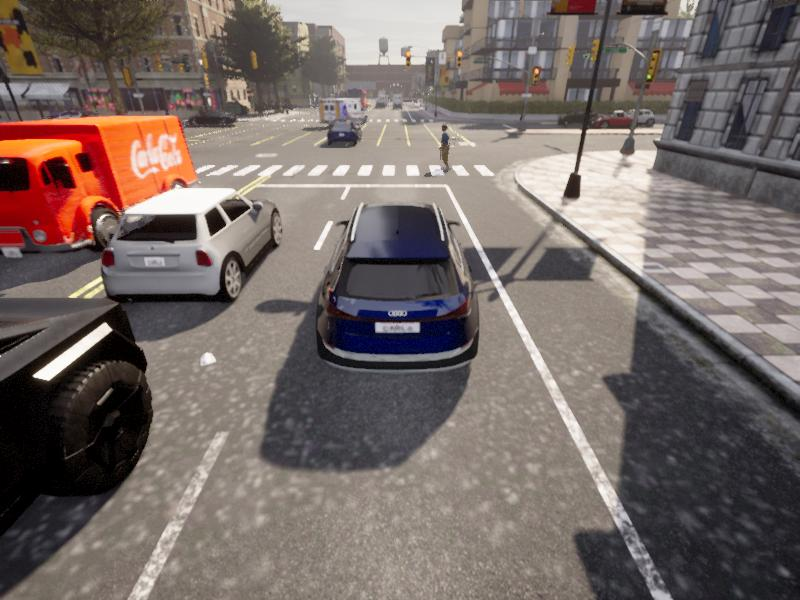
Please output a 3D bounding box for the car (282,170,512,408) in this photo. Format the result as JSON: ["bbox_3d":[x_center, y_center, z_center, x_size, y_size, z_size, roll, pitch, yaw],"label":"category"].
[{"bbox_3d":[-0.032,-0.697,6.072,2.033,1.649,4.856,0,27,0],"label":"car"}]

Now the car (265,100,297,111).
[{"bbox_3d":[-21.589,-35.324,72.676,5.238,1.638,1.930,7,28,12],"label":"car"}]

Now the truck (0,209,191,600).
[{"bbox_3d":[-3.506,1.585,1.172,2.390,2.098,6.274,0,27,0],"label":"truck"}]

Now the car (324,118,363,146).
[{"bbox_3d":[-3.653,-11.280,26.714,1.994,1.385,4.181,0,28,0],"label":"car"}]

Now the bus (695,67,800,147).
[{"bbox_3d":[26.000,-12.262,25.477,10.273,4.253,3.944,1,27,1],"label":"bus"}]

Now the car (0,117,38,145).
[{"bbox_3d":[-27.058,-10.955,25.932,4.902,1.511,2.128,0,27,0],"label":"car"}]

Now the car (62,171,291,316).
[{"bbox_3d":[-3.538,-1.289,7.376,1.970,1.475,3.806,0,27,0],"label":"car"}]

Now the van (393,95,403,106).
[{"bbox_3d":[-0.567,-48.208,96.599,2.351,2.431,6.366,0,27,0],"label":"van"}]

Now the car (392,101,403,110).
[{"bbox_3d":[-0.459,-38.358,78.765,2.033,1.411,5.357,0,27,0],"label":"car"}]

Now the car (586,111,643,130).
[{"bbox_3d":[19.292,-16.236,36.132,3.806,1.475,1.970,0,27,0],"label":"car"}]

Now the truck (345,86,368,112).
[{"bbox_3d":[-7.413,-34.787,69.266,2.891,3.827,8.468,0,27,0],"label":"truck"}]

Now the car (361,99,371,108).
[{"bbox_3d":[-7.526,-44.039,89.549,1.801,1.575,5.366,0,27,0],"label":"car"}]

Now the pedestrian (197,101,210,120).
[{"bbox_3d":[-22.720,-21.882,46.193,0.751,1.860,0.751,2,28,3],"label":"pedestrian"}]

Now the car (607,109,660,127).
[{"bbox_3d":[22.791,-17.849,39.236,3.806,1.475,1.970,0,27,0],"label":"car"}]

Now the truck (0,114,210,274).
[{"bbox_3d":[-7.035,-2.785,9.176,2.627,2.467,5.204,0,27,0],"label":"truck"}]

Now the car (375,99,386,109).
[{"bbox_3d":[-3.984,-40.440,82.518,1.930,1.638,5.238,0,27,0],"label":"car"}]

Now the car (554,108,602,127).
[{"bbox_3d":[17.358,-17.885,39.220,3.705,1.549,1.789,0,27,0],"label":"car"}]

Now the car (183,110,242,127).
[{"bbox_3d":[-18.320,-17.841,39.255,4.674,1.442,1.812,0,27,0],"label":"car"}]

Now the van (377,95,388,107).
[{"bbox_3d":[-4.055,-47.145,94.554,2.351,2.431,6.366,0,27,0],"label":"van"}]

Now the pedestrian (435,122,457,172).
[{"bbox_3d":[1.894,-6.406,16.751,0.751,1.860,0.751,0,27,-1],"label":"pedestrian"}]

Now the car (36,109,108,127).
[{"bbox_3d":[-32.071,-17.887,39.244,4.974,1.542,2.038,0,27,0],"label":"car"}]

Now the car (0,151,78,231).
[{"bbox_3d":[-10.593,-2.724,10.080,1.845,1.501,3.633,-1,27,-1],"label":"car"}]

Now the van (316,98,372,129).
[{"bbox_3d":[-5.317,-18.319,39.108,2.351,2.431,6.366,12,30,21],"label":"van"}]
